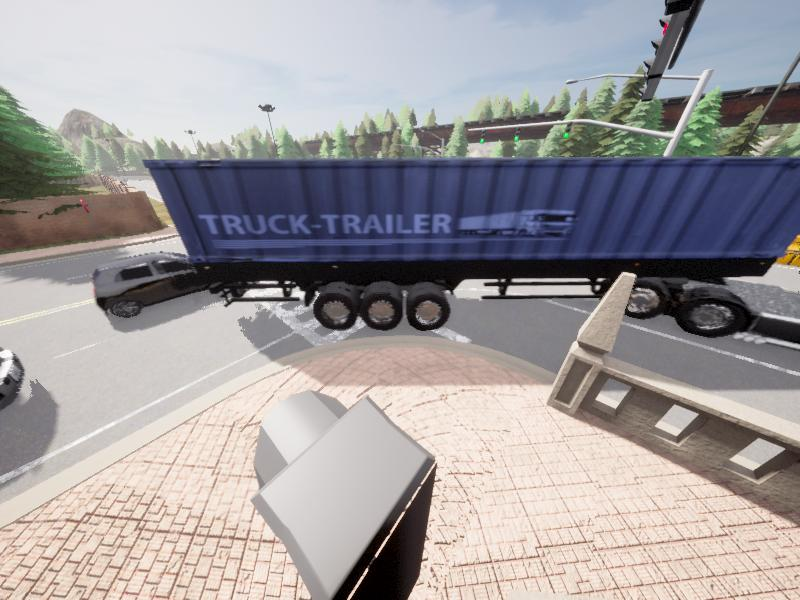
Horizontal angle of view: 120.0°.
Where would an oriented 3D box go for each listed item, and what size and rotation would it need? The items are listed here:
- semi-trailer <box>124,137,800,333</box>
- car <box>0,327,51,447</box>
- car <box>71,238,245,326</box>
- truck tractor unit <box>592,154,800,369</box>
[{"bbox_3d":[2.101,-1.702,6.508,14.254,4.402,2.717,0,29,-1],"label":"semi-trailer"},{"bbox_3d":[-8.486,2.043,2.599,1.932,1.855,4.605,23,38,34],"label":"car"},{"bbox_3d":[-7.986,-0.886,8.009,1.845,1.501,3.633,22,37,33],"label":"car"},{"bbox_3d":[9.597,-1.027,5.561,6.516,4.208,3.053,22,37,33],"label":"truck tractor unit"}]
